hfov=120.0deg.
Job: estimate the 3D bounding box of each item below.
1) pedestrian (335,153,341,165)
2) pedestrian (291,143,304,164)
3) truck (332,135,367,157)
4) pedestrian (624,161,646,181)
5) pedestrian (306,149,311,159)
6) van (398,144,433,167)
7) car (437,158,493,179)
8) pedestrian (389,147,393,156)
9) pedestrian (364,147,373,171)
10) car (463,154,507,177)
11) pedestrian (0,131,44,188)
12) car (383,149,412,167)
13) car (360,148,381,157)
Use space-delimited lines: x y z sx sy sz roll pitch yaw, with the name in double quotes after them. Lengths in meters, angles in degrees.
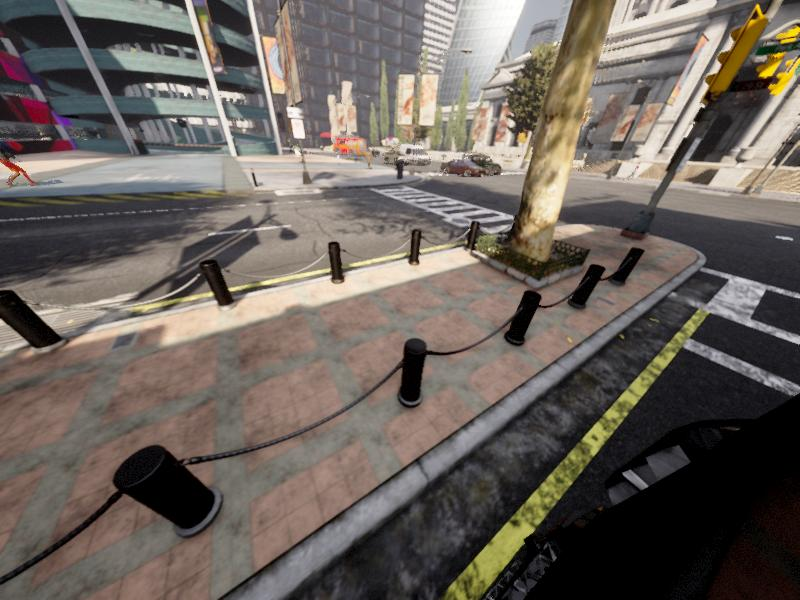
-7.189 -16.404 26.839 0.500 1.100 0.500 -9 35 -17 "pedestrian"
-11.206 -16.069 25.328 0.751 1.860 0.751 -26 43 -36 "pedestrian"
-11.768 -35.585 53.274 8.468 3.827 2.891 27 40 31 "truck"
25.516 -14.002 25.095 0.751 1.860 0.751 -17 39 -28 "pedestrian"
-13.547 -21.615 34.203 0.500 1.100 0.500 -13 37 -23 "pedestrian"
2.161 -21.440 34.191 1.988 2.561 5.915 -17 38 -27 "van"
6.362 -13.352 23.351 2.033 1.411 5.357 -17 38 -27 "car"
-2.366 -37.743 58.729 0.751 1.860 0.751 -27 44 -37 "pedestrian"
-2.956 -13.378 21.916 0.751 1.860 0.751 -4 34 -10 "pedestrian"
9.125 -14.681 25.122 1.905 1.878 3.866 -17 38 -27 "car"
-15.234 -5.415 8.935 0.751 1.860 0.751 -23 41 -34 "pedestrian"
-0.436 -19.884 32.239 1.932 1.855 4.605 -17 38 -27 "car"
-6.868 -34.609 54.280 4.902 1.511 2.128 29 41 34 "car"
